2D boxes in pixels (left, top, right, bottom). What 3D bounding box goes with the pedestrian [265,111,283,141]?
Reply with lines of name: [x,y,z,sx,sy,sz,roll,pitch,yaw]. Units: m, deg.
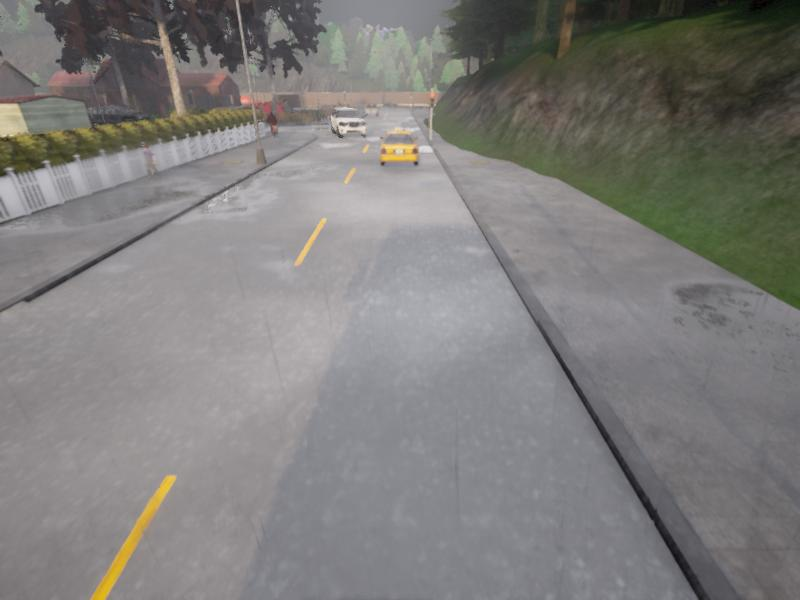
pedestrian: [-8.571,-11.902,27.326,0.751,1.860,0.751,1,27,2]

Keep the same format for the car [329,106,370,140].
car: [-4.069,-14.020,31.484,2.150,2.045,5.566,-7,28,-14]

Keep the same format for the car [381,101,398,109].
car: [-2.259,-42.777,87.621,1.789,1.549,3.705,-20,33,-34]

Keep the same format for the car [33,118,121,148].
car: [-19.825,-10.450,24.848,1.994,1.381,4.181,0,27,0]

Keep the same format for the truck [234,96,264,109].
truck: [-32.929,-43.077,87.410,5.204,2.467,2.627,0,27,0]

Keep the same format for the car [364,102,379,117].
car: [-4.086,-27.768,58.265,1.932,1.855,4.605,0,27,0]

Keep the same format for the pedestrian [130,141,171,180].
pedestrian: [-9.406,-5.262,15.116,0.751,1.300,0.751,0,27,0]

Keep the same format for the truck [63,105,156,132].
truck: [-26.270,-16.529,36.425,6.274,2.098,2.390,0,27,0]

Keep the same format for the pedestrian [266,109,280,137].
pedestrian: [-9.443,-13.151,29.748,0.751,1.860,0.751,-8,28,-15]

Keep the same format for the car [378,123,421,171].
car: [-0.037,-7.622,19.597,1.801,1.575,5.366,0,27,0]
